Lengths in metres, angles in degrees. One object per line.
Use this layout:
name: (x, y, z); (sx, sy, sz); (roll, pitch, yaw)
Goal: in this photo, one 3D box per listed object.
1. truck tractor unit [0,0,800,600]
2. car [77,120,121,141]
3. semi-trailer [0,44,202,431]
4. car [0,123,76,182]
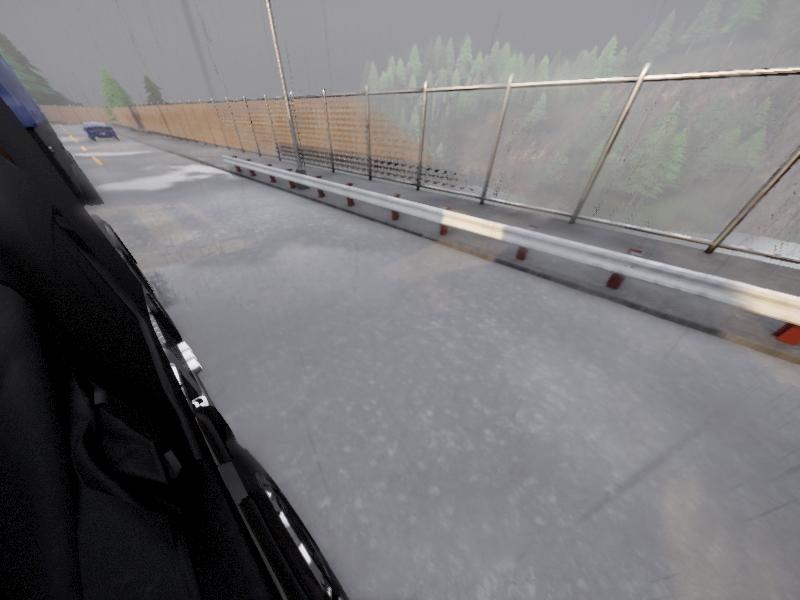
truck tractor unit: (-2.645, -0.295, 0.351); (6.516, 4.208, 3.053); (28, 44, 30)
car: (-30.667, -17.276, 23.523); (5.008, 1.535, 1.882); (28, 44, 30)
semi-trailer: (-8.702, -3.599, 4.230); (14.254, 4.402, 2.717); (28, 44, 30)
car: (-16.326, -6.530, 9.991); (5.238, 1.638, 1.930); (28, 44, 30)
